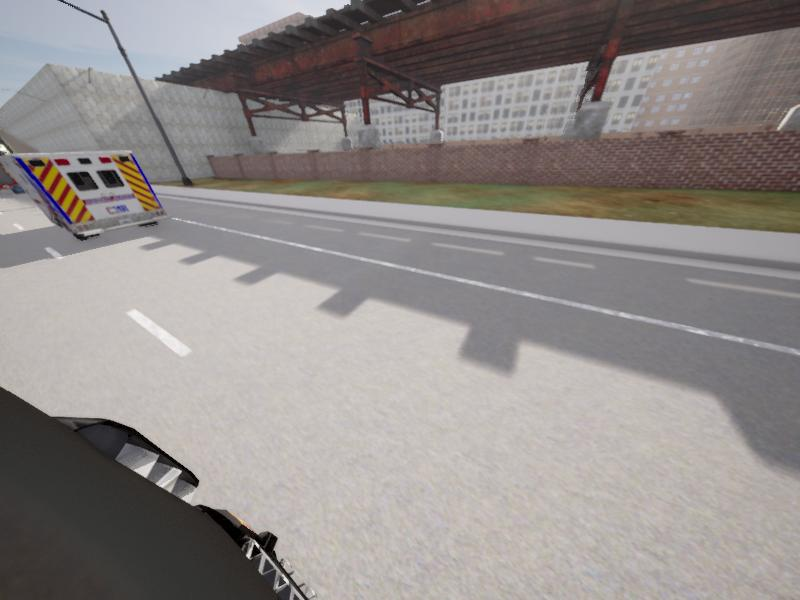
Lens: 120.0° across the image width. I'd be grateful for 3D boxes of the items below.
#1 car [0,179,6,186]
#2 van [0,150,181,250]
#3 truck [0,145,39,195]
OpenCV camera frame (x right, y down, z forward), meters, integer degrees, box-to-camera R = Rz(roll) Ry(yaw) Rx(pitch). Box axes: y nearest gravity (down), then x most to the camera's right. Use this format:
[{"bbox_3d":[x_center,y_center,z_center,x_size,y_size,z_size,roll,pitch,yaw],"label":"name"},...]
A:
[{"bbox_3d":[-54.690,-15.830,30.550,4.674,1.442,1.812,16,38,26],"label":"car"},{"bbox_3d":[-11.537,-3.884,8.463,6.366,2.431,2.351,16,38,26],"label":"van"},{"bbox_3d":[-39.778,-12.544,22.338,8.468,3.827,2.891,16,38,26],"label":"truck"}]
